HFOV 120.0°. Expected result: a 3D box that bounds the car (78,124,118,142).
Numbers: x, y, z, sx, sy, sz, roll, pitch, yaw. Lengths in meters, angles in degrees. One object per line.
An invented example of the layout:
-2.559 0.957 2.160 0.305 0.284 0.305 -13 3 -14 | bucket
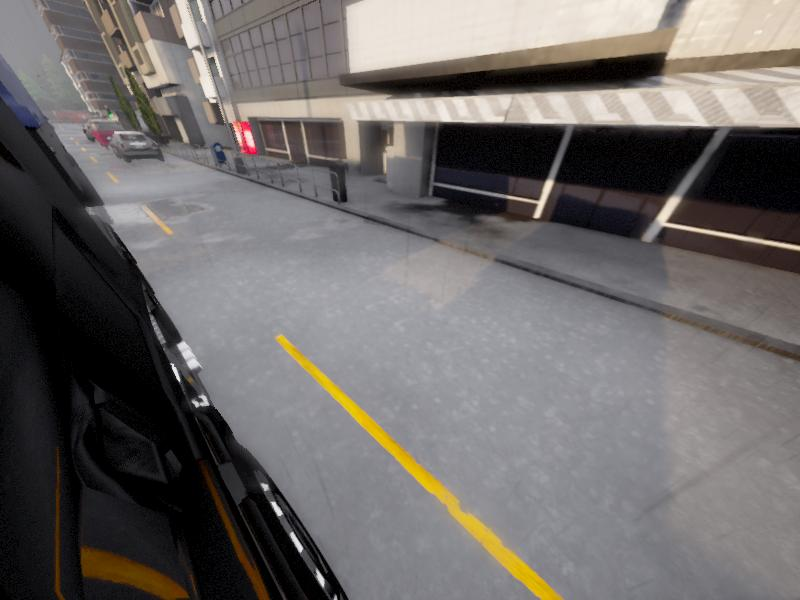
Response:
-33.177 -18.335 25.345 3.806 1.475 1.970 28 43 30 | car

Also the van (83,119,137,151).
-24.584 -14.028 19.564 4.442 1.987 1.775 28 43 30 | van

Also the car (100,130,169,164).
-16.823 -9.737 14.623 3.806 1.475 1.970 28 43 30 | car

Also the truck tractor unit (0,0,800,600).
-2.645 -0.295 0.351 6.516 4.208 3.053 28 44 30 | truck tractor unit

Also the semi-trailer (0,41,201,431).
-8.705 -3.577 4.256 14.254 4.402 2.717 28 43 30 | semi-trailer
